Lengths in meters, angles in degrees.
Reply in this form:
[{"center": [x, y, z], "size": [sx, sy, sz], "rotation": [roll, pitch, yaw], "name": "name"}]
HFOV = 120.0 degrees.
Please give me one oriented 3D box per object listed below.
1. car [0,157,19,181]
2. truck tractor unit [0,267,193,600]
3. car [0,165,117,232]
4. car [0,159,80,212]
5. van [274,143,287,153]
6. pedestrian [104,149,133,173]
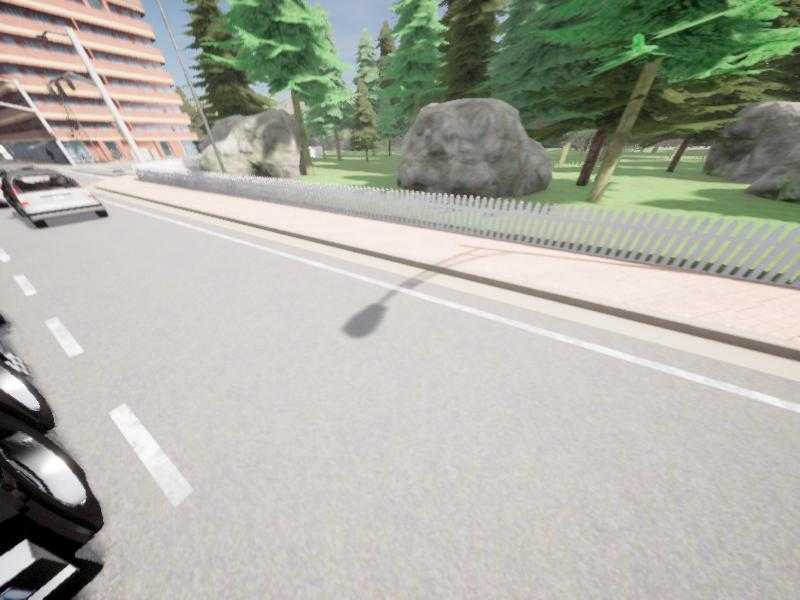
[{"center": [-33.654, -9.765, 17.406], "size": [4.892, 1.490, 1.837], "rotation": [-12, 36, -16], "name": "car"}, {"center": [-5.120, -0.296, 0.844], "size": [6.516, 4.208, 3.053], "rotation": [17, 36, 25], "name": "truck tractor unit"}, {"center": [-12.823, -3.835, 8.397], "size": [3.988, 1.617, 1.851], "rotation": [18, 39, 25], "name": "car"}, {"center": [-18.219, -5.612, 11.009], "size": [4.611, 1.667, 2.242], "rotation": [18, 39, 25], "name": "car"}, {"center": [-29.203, -37.130, 56.385], "size": [1.775, 1.987, 4.442], "rotation": [-21, 39, -26], "name": "van"}, {"center": [-25.619, -12.686, 21.060], "size": [0.751, 1.860, 0.751], "rotation": [16, 38, 22], "name": "pedestrian"}]
